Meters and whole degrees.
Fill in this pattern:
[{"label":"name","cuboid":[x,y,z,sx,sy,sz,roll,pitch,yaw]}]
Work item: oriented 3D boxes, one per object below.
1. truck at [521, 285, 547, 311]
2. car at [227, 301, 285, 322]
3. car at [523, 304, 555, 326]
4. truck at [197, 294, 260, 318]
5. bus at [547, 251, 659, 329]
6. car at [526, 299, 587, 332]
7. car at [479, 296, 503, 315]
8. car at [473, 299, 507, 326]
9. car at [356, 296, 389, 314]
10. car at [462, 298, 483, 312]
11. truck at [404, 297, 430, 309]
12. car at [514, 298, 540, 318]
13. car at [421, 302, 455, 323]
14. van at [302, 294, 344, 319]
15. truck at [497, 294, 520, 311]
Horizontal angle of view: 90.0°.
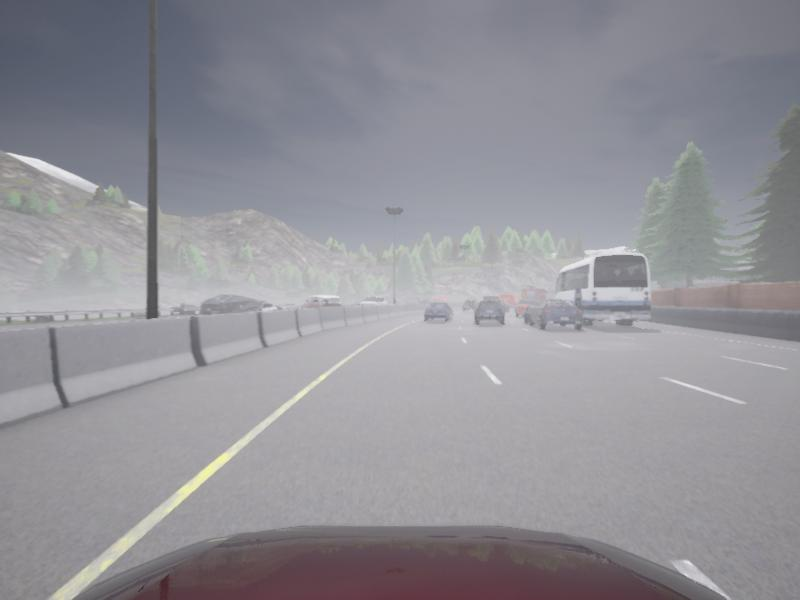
[{"label":"truck","cuboid":[21.478,-0.275,63.865,2.891,3.827,8.468,0,0,26]},{"label":"car","cuboid":[-11.042,0.820,31.087,2.038,1.542,4.974,0,0,11]},{"label":"car","cuboid":[9.539,0.964,27.798,1.895,1.301,4.718,0,0,16]},{"label":"truck","cuboid":[-16.545,0.530,39.112,2.390,2.098,6.274,0,0,13]},{"label":"bus","cuboid":[12.936,-0.511,27.011,3.944,4.253,10.273,0,0,10]},{"label":"car","cuboid":[8.771,0.799,22.906,2.152,1.651,5.027,0,0,9]},{"label":"car","cuboid":[10.198,0.590,44.408,2.150,2.045,5.566,0,-1,17]},{"label":"car","cuboid":[6.083,0.794,27.537,2.033,1.649,4.856,0,0,10]},{"label":"car","cuboid":[-3.265,0.579,48.411,2.150,2.045,5.566,0,0,17]},{"label":"car","cuboid":[9.866,0.677,54.460,1.932,1.855,4.605,0,-1,21]},{"label":"truck","cuboid":[3.265,0.564,74.405,2.390,2.098,6.274,0,0,26]},{"label":"car","cuboid":[12.014,0.720,38.044,2.097,1.767,4.553,0,0,15]},{"label":"car","cuboid":[3.066,0.907,31.077,2.033,1.411,5.357,0,0,13]},{"label":"van","cuboid":[-6.660,0.575,35.162,2.069,2.038,4.480,0,0,12]},{"label":"truck","cuboid":[17.113,0.384,62.687,2.627,2.467,5.204,0,-1,25]}]
